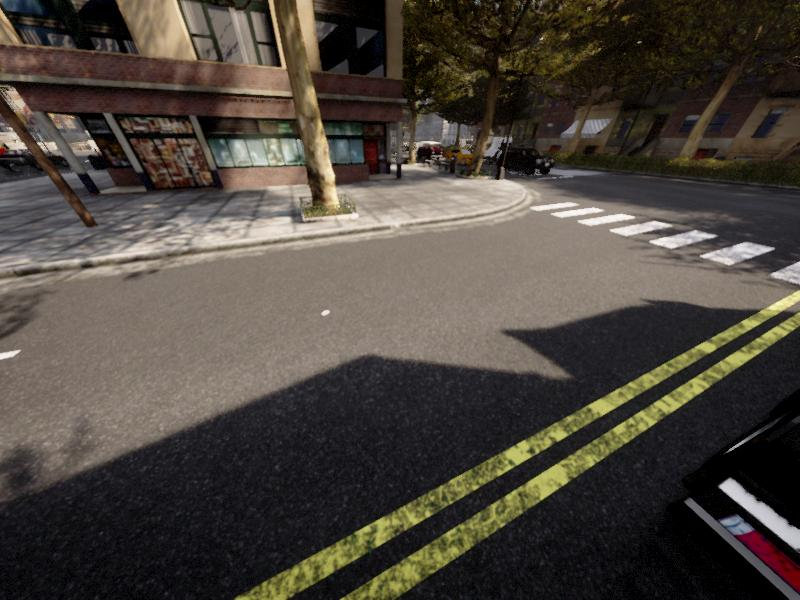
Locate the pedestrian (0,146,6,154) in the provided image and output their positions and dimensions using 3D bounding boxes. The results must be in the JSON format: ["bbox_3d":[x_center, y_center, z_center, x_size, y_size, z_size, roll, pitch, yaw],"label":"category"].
[{"bbox_3d":[-69.579,-26.292,39.758,0.751,1.860,0.751,-13,37,-18],"label":"pedestrian"}]

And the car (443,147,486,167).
[{"bbox_3d":[6.954,-15.934,25.599,1.882,1.535,5.008,-13,37,-18],"label":"car"}]

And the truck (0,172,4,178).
[{"bbox_3d":[-27.879,-7.604,12.949,2.390,2.098,6.274,-13,37,-18],"label":"truck"}]

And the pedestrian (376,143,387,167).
[{"bbox_3d":[-1.667,-13.349,21.245,0.751,1.860,0.751,-13,37,-18],"label":"pedestrian"}]

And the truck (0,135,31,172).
[{"bbox_3d":[-34.238,-11.491,18.177,2.627,2.467,5.204,-13,37,-18],"label":"truck"}]

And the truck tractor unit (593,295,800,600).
[{"bbox_3d":[5.238,-0.148,0.583,6.516,4.208,3.053,-12,37,-18],"label":"truck tractor unit"}]

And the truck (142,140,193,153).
[{"bbox_3d":[-45.592,-30.346,45.541,6.274,2.098,2.390,-13,37,-18],"label":"truck"}]

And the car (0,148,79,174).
[{"bbox_3d":[-31.072,-11.951,19.694,2.128,1.511,4.902,-13,37,-18],"label":"car"}]

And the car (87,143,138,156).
[{"bbox_3d":[-46.683,-24.604,37.661,2.242,1.667,4.611,17,38,24],"label":"car"}]

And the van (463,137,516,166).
[{"bbox_3d":[10.039,-17.323,26.735,1.988,2.561,5.915,-13,37,-18],"label":"van"}]

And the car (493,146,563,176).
[{"bbox_3d":[10.168,-11.474,18.912,1.932,1.855,4.605,-13,36,-18],"label":"car"}]
